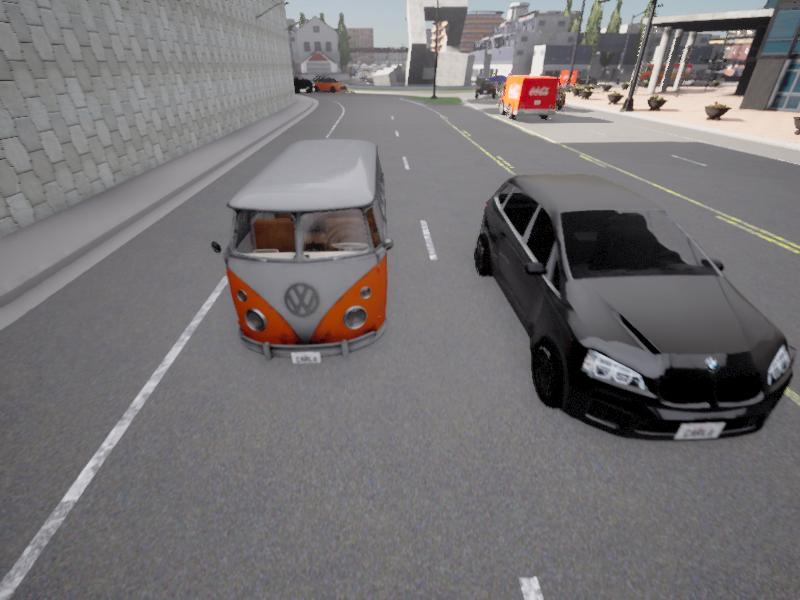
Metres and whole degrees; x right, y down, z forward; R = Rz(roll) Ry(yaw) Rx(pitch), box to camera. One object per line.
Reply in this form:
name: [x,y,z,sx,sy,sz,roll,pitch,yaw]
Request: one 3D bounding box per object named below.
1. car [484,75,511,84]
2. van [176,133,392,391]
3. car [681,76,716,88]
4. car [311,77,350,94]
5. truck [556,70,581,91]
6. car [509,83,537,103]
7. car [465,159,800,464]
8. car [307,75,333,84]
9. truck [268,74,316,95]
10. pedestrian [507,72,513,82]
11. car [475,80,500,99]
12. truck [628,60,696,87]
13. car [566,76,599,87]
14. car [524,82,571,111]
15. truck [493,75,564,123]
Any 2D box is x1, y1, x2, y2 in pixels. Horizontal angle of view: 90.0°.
car: [19.251,-43.631,79.149,4.674,1.442,1.812,24,38,34]
van: [-1.082,-1.017,5.768,1.775,1.987,4.442,-1,30,-2]
car: [48.669,-35.560,65.306,3.988,1.617,1.851,-2,30,-3]
car: [-8.894,-27.489,51.194,4.553,1.767,2.097,21,36,31]
truck: [24.078,-31.313,57.087,2.627,2.467,5.204,12,32,20]
car: [12.133,-20.629,39.725,1.789,1.549,3.705,3,30,4]
car: [2.462,-0.464,5.138,2.242,1.667,4.611,-1,30,-2]
car: [-15.502,-42.835,77.694,1.837,1.490,4.892,19,35,28]
truck: [-13.742,-27.458,50.823,6.274,2.098,2.390,23,37,33]
pedestrian: [22.411,-45.608,81.772,0.751,1.860,0.751,16,34,25]
car: [9.822,-23.579,44.694,2.152,1.651,5.027,9,31,14]
truck: [44.025,-38.177,67.493,8.468,3.827,2.891,0,30,0]
car: [31.463,-37.708,68.983,4.892,1.490,1.837,9,32,15]
car: [11.699,-16.359,32.099,1.932,1.855,4.605,0,30,1]
truck: [8.258,-13.426,26.504,2.627,2.467,5.204,-1,30,-2]
